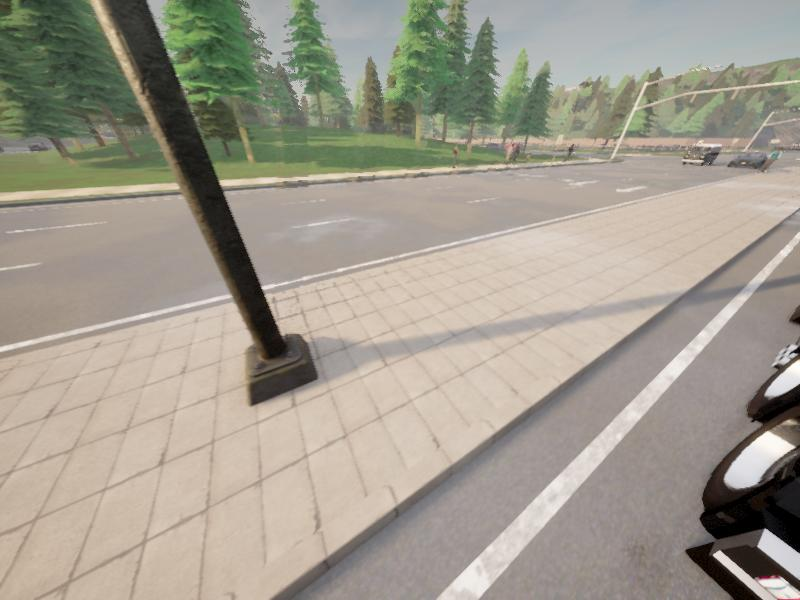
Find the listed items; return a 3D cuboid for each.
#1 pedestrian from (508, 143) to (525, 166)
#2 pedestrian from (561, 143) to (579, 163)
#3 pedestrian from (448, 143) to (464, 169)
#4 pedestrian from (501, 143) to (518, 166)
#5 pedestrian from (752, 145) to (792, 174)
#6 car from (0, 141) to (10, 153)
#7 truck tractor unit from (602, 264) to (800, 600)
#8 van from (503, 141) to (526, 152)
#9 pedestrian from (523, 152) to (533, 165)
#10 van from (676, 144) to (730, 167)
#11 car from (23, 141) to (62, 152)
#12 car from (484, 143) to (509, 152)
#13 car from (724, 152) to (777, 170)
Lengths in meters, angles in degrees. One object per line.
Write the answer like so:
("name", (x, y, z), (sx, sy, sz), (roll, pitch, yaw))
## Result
("pedestrian", (11.248, -14.107, 22.395), (0.751, 1.860, 0.751), (-15, 38, -21))
("pedestrian", (19.327, -16.761, 26.278), (0.751, 1.860, 0.751), (-12, 37, -17))
("pedestrian", (4.827, -12.485, 20.009), (0.751, 1.860, 0.751), (-18, 39, -24))
("pedestrian", (10.799, -14.377, 22.779), (0.751, 1.860, 0.751), (-19, 39, -25))
("pedestrian", (28.991, -10.940, 18.028), (0.751, 1.860, 0.751), (-19, 39, -25))
("car", (-66.886, -24.492, 37.118), (2.033, 1.649, 4.856), (-17, 39, -24))
("truck tractor unit", (5.114, -0.298, 0.779), (6.516, 4.208, 3.053), (-18, 39, -24))
("van", (27.705, -37.164, 55.863), (1.775, 1.987, 4.442), (-18, 39, -24))
("pedestrian", (13.272, -14.720, 23.959), (0.500, 1.100, 0.500), (-20, 40, -26))
("van", (33.742, -16.196, 25.769), (4.480, 2.038, 2.069), (-17, 39, -24))
("car", (-67.279, -28.978, 43.603), (2.038, 1.542, 4.974), (-17, 39, -24))
("car", (21.972, -34.701, 52.594), (2.033, 1.649, 4.856), (-18, 38, -24))
("car", (35.926, -14.319, 23.680), (4.181, 1.385, 1.994), (-17, 39, -24))
